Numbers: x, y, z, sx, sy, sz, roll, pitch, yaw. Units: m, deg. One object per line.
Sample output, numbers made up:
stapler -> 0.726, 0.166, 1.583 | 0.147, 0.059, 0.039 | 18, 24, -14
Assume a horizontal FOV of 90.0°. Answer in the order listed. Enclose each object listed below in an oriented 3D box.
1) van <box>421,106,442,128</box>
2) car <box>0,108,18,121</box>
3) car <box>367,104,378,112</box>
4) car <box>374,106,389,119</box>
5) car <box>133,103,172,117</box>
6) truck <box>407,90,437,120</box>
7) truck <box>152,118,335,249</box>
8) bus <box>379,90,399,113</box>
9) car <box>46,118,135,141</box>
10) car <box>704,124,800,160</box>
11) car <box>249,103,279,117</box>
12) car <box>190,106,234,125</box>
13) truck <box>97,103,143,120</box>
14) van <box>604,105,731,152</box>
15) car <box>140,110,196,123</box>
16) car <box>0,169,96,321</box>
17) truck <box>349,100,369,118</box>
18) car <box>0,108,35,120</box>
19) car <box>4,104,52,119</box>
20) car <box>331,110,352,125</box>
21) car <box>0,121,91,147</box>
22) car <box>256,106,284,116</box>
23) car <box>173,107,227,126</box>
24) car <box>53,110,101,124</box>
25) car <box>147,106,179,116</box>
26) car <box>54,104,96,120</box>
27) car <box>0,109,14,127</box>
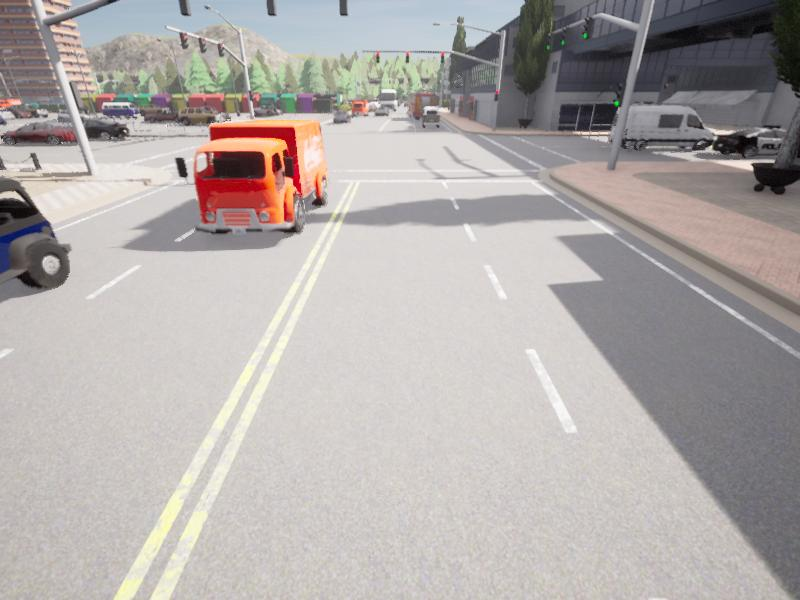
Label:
van -> 3.376, -20.161, 44.028 | 2.069, 2.038, 4.480 | 0, 27, 1
car -> -53.970, -24.717, 53.336 | 3.806, 1.475, 1.970 | 0, 27, 0
car -> -5.899, -41.656, 86.761 | 1.801, 1.575, 5.366 | 1, 27, 1
car -> -3.019, -30.885, 65.844 | 2.152, 1.651, 5.027 | 1, 27, 1
car -> -38.949, -29.979, 63.131 | 4.605, 1.855, 1.932 | 0, 27, 0
truck -> 3.079, -29.002, 59.412 | 2.891, 3.827, 8.468 | -3, 27, -6
truck -> -3.511, -3.398, 10.664 | 2.627, 2.467, 5.204 | 0, 27, 0
bus -> -2.246, -43.399, 87.185 | 3.944, 4.253, 10.273 | 1, 27, 1
car -> -23.594, -13.089, 30.698 | 5.008, 1.535, 1.882 | 0, 27, 0
car -> 20.257, -8.711, 21.989 | 5.238, 1.638, 1.930 | 0, 27, 0
car -> -21.429, -29.980, 63.138 | 3.866, 1.878, 1.905 | 0, 27, 0
car -> -21.408, -21.072, 45.653 | 3.866, 1.878, 1.905 | 0, 27, 0
truck -> -38.899, -26.333, 55.766 | 4.478, 2.038, 2.069 | 0, 27, 0
van -> 16.438, -10.704, 24.914 | 5.915, 2.561, 1.988 | 0, 27, 0
car -> -27.847, -22.099, 48.183 | 5.357, 1.415, 2.033 | 0, 27, 0
car -> -7.004, -0.612, 5.815 | 1.905, 1.878, 3.866 | 0, 27, 0
truck -> -6.545, -30.993, 64.807 | 2.627, 2.467, 5.204 | 1, 27, 1
car -> -53.967, -26.059, 55.901 | 3.905, 1.438, 1.784 | 0, 27, 0
car -> -54.015, -27.465, 58.196 | 4.605, 1.855, 1.932 | 0, 27, 0
car -> -7.025, -22.160, 48.512 | 1.845, 1.501, 3.633 | 1, 27, 1
car -> -24.721, -11.474, 27.590 | 4.792, 1.488, 2.163 | 0, 27, 0
car -> -21.416, -31.081, 65.827 | 3.806, 1.475, 1.970 | 0, 27, 0
car -> -21.465, -19.760, 43.073 | 4.605, 1.855, 1.932 | 0, 27, 0
car -> -38.873, -22.093, 48.185 | 3.806, 1.475, 1.970 | 0, 27, 0
car -> -38.883, -31.107, 65.808 | 3.905, 1.438, 1.784 | 0, 27, 0
car -> -45.279, -26.245, 55.808 | 3.866, 1.878, 1.905 | 0, 27, 0
car -> -45.314, -19.605, 43.144 | 4.611, 1.667, 2.242 | 0, 27, 0
